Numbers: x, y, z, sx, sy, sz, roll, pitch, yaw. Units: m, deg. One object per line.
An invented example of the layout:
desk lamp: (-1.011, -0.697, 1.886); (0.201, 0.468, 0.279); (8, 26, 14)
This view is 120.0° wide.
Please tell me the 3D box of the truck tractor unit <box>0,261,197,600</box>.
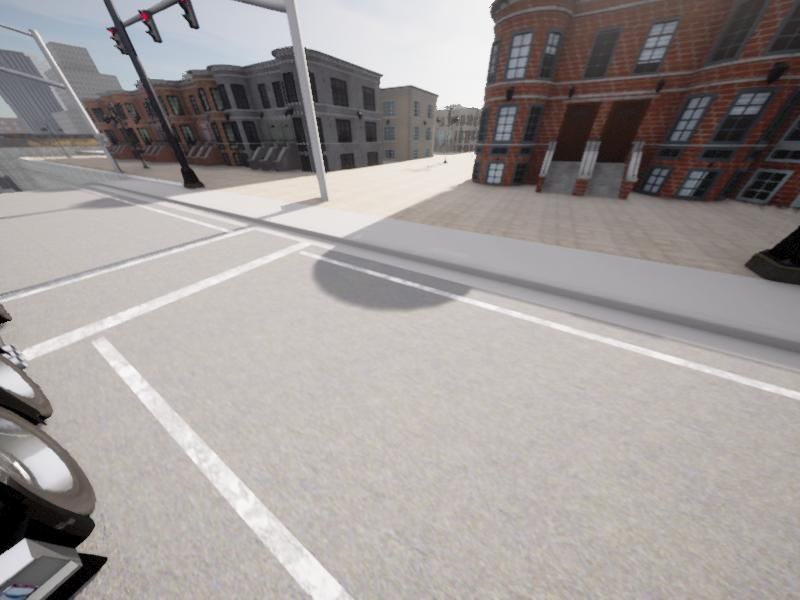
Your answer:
truck tractor unit: (-5.108, -0.303, 0.785); (6.516, 4.208, 3.053); (18, 39, 24)
